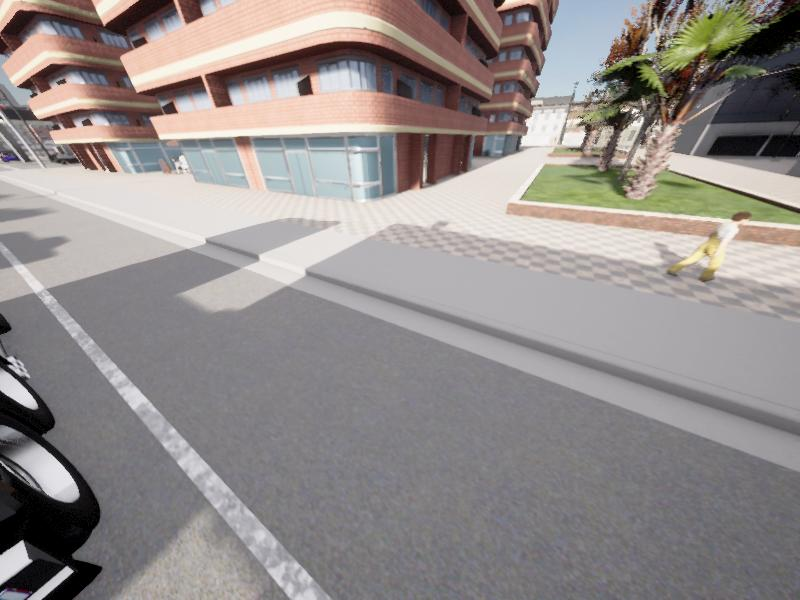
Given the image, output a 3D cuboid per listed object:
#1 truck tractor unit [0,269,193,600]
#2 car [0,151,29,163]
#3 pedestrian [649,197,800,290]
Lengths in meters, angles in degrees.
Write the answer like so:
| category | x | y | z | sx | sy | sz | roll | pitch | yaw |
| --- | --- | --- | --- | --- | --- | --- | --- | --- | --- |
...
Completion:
| category | x | y | z | sx | sy | sz | roll | pitch | yaw |
| --- | --- | --- | --- | --- | --- | --- | --- | --- | --- |
| truck tractor unit | -5.136 | -0.259 | 0.867 | 6.516 | 4.208 | 3.053 | 16 | 36 | 25 |
| car | -69.436 | -25.652 | 41.315 | 4.611 | 1.667 | 2.242 | 18 | 39 | 25 |
| pedestrian | 5.268 | -0.957 | 3.905 | 0.751 | 1.300 | 0.751 | 9 | 36 | 14 |
